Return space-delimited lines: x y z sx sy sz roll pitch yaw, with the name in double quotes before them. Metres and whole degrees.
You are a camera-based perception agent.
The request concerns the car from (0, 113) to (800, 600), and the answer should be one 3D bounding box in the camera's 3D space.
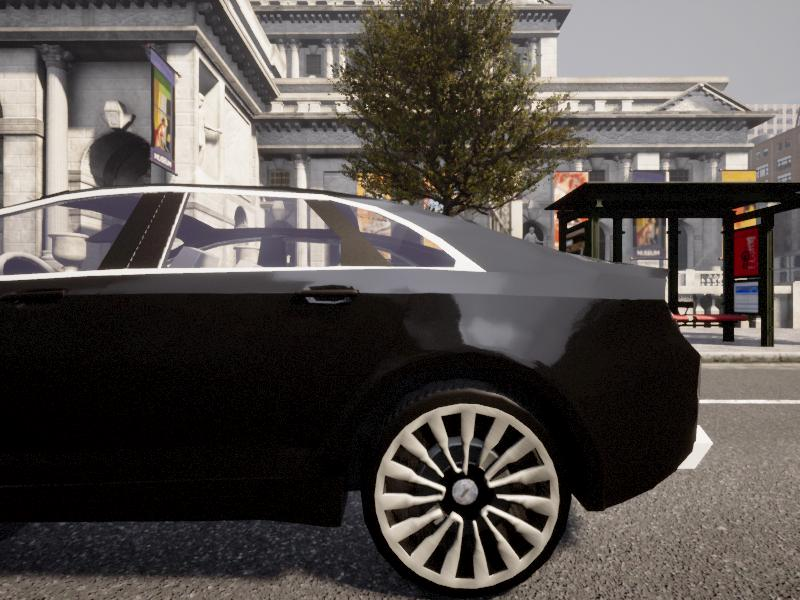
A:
"car" -1.169 0.236 2.211 4.902 1.511 2.128 0 0 1
